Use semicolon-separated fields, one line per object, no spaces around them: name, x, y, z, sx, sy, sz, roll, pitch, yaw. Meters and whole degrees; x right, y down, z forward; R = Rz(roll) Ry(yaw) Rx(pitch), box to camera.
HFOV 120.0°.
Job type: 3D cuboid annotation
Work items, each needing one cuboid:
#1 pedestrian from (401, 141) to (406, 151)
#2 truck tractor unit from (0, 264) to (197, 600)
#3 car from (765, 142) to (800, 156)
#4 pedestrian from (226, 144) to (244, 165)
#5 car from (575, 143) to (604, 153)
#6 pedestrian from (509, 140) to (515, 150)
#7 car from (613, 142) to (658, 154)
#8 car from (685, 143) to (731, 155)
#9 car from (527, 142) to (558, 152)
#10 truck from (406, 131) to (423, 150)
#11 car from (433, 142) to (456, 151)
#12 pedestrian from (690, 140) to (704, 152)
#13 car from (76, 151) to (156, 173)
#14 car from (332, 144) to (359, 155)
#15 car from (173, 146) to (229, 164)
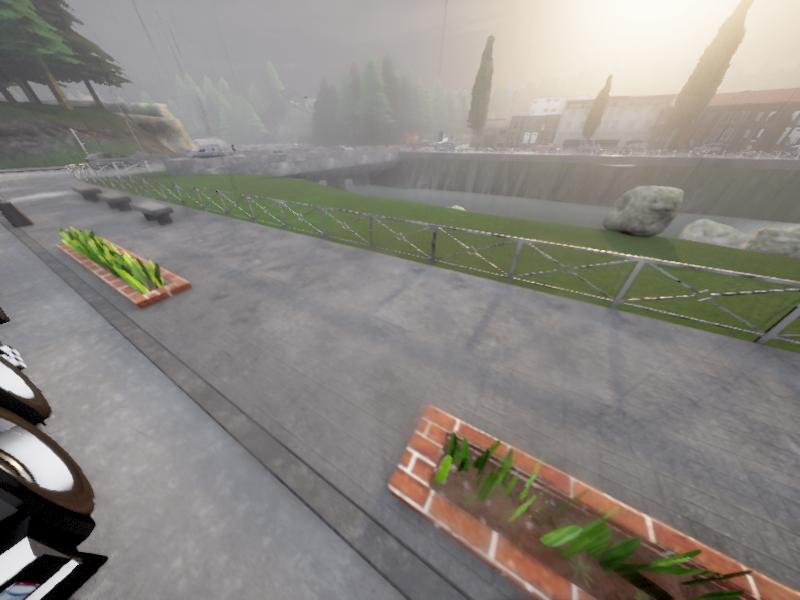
pedestrian;0.741;-33.650;50.490;0.751;1.860;0.751;11;36;16
truck tractor unit;-5.110;-0.302;0.779;6.516;4.208;3.053;18;39;24
car;58.337;-21.890;33.528;5.238;1.638;1.930;18;39;24
pedestrian;-17.662;-15.643;24.758;0.751;1.860;0.751;18;39;24
car;36.086;-29.060;44.160;3.806;1.475;1.970;18;39;24
pedestrian;24.847;-34.406;51.372;0.751;1.860;0.751;12;37;18
car;41.917;-27.233;41.341;5.238;1.638;1.930;18;39;25
car;49.931;-24.557;37.574;3.806;1.475;1.970;18;39;24
car;29.240;-31.348;47.375;5.027;1.651;2.152;18;39;24
truck;3.622;-42.199;61.245;2.891;3.827;8.468;-4;35;-6
car;10.751;-37.349;56.143;4.856;1.649;2.033;17;38;24
pedestrian;53.852;-27.954;41.885;0.751;1.860;0.751;24;41;30
car;-26.157;-12.934;21.514;1.816;1.474;4.193;16;38;22
car;-10.353;-28.810;44.141;2.038;1.542;4.974;18;39;24
car;-25.252;-18.629;29.517;2.242;1.667;4.611;18;39;24
